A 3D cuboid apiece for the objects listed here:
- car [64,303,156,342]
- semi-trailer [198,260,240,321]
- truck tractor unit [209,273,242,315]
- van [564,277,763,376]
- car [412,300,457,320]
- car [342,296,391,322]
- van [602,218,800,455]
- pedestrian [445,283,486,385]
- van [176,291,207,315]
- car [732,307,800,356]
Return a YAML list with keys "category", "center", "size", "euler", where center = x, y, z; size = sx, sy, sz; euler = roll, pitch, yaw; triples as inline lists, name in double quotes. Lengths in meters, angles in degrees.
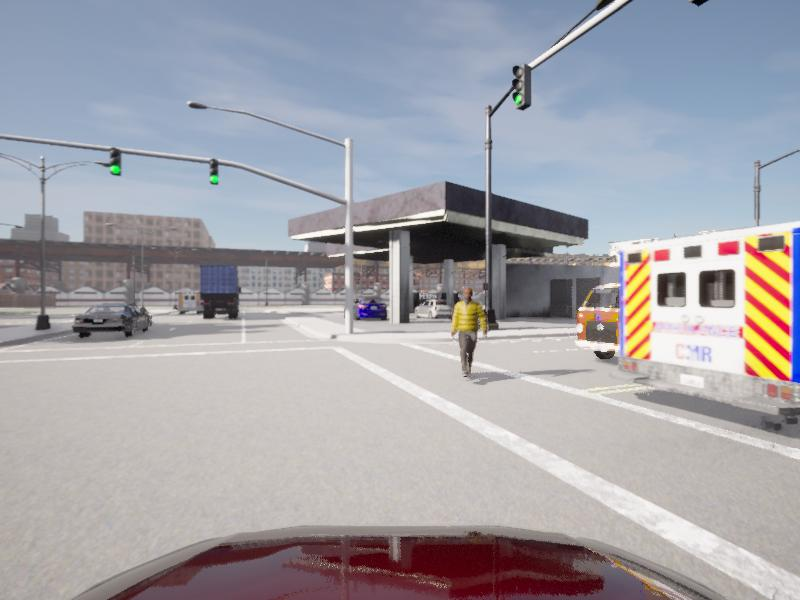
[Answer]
- category: "car"
  center: [-12.573, 0.854, 17.788]
  size: [2.033, 1.411, 5.357]
  euler: [0, 0, -21]
- category: "semi-trailer"
  center: [-15.975, -0.702, 36.120]
  size: [2.717, 4.402, 14.254]
  euler: [0, 0, -21]
- category: "truck tractor unit"
  center: [-18.857, -0.605, 43.493]
  size: [3.053, 4.208, 6.516]
  euler: [0, 0, -21]
- category: "van"
  center: [6.644, 0.546, 10.120]
  size: [4.480, 2.038, 2.069]
  euler: [0, 0, -23]
- category: "car"
  center: [2.598, 0.725, 31.043]
  size: [1.970, 1.475, 3.806]
  euler: [0, 0, -21]
- category: "car"
  center: [-2.476, 0.572, 28.243]
  size: [2.242, 1.667, 4.611]
  euler: [0, 0, -21]
- category: "van"
  center: [6.569, 0.361, 6.324]
  size: [6.366, 2.431, 2.351]
  euler: [0, 0, -21]
- category: "pedestrian"
  center: [1.282, 0.618, 7.754]
  size: [0.751, 1.860, 0.751]
  euler: [0, 0, 11]
- category: "van"
  center: [-22.917, 0.276, 44.286]
  size: [2.351, 2.431, 6.366]
  euler: [0, 0, -21]
- category: "car"
  center: [13.070, 0.912, 12.702]
  size: [4.718, 1.301, 1.895]
  euler: [0, 0, -22]
